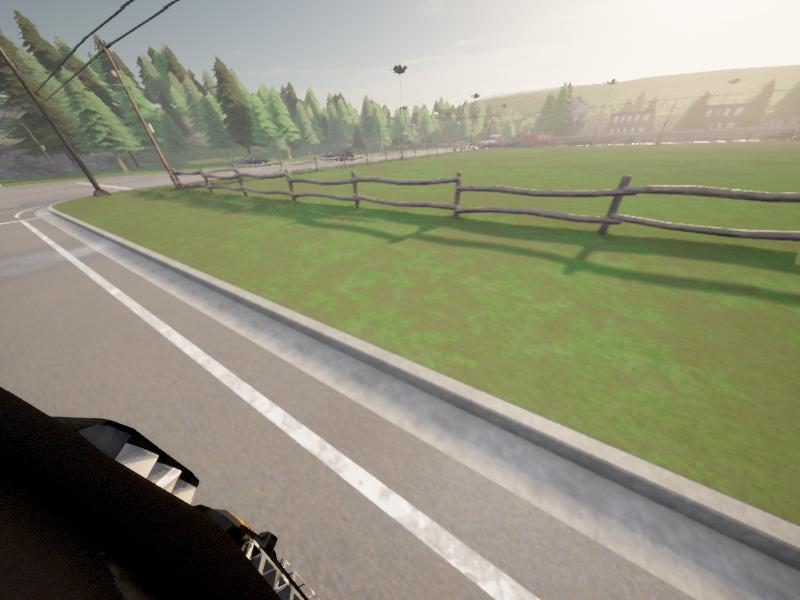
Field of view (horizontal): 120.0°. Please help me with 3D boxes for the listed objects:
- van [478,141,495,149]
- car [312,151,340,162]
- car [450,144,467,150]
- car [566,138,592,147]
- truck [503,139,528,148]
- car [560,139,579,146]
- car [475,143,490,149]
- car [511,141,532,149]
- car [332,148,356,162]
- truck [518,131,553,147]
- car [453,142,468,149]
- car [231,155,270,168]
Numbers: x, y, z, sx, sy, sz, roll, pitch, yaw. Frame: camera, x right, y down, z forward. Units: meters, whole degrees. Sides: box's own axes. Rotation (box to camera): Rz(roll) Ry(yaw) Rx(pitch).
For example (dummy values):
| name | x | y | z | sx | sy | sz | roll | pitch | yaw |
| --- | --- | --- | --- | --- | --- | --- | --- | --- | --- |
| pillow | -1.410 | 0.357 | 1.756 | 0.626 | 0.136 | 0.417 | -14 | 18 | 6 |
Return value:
| name | x | y | z | sx | sy | sz | roll | pitch | yaw |
| --- | --- | --- | --- | --- | --- | --- | --- | --- | --- |
| van | 26.969 | -48.271 | 71.917 | 4.480 | 2.038 | 2.069 | 9 | 36 | 16 |
| car | -14.628 | -28.664 | 46.057 | 2.128 | 1.511 | 4.902 | 17 | 39 | 27 |
| car | 19.661 | -51.810 | 78.102 | 5.008 | 1.535 | 1.882 | -9 | 34 | -9 |
| car | 47.727 | -42.030 | 61.623 | 5.238 | 1.638 | 1.930 | 17 | 39 | 26 |
| truck | 35.582 | -48.184 | 71.151 | 6.274 | 2.098 | 2.390 | 17 | 39 | 26 |
| car | 47.698 | -44.253 | 65.063 | 4.193 | 1.474 | 1.816 | 17 | 39 | 26 |
| car | 26.732 | -50.079 | 75.108 | 4.193 | 1.474 | 1.816 | 6 | 35 | 12 |
| car | 34.271 | -43.792 | 65.229 | 4.611 | 1.667 | 2.242 | 17 | 39 | 26 |
| car | -9.896 | -25.798 | 41.147 | 1.905 | 1.878 | 3.866 | 17 | 39 | 27 |
| truck | 41.568 | -49.356 | 70.944 | 8.468 | 3.827 | 2.891 | 17 | 39 | 26 |
| car | 21.208 | -54.063 | 81.039 | 4.605 | 1.855 | 1.932 | -7 | 34 | -6 |
| car | -24.601 | -22.933 | 38.231 | 1.837 | 1.490 | 4.892 | 17 | 39 | 27 |
